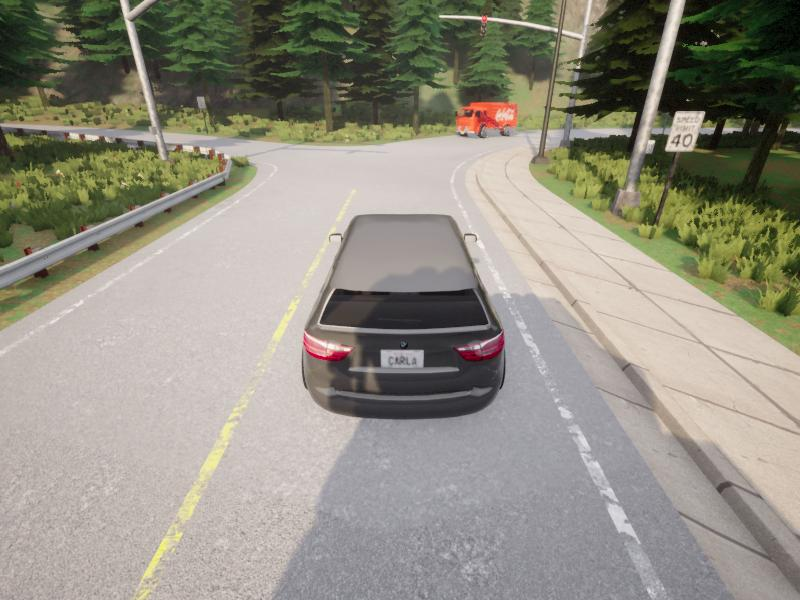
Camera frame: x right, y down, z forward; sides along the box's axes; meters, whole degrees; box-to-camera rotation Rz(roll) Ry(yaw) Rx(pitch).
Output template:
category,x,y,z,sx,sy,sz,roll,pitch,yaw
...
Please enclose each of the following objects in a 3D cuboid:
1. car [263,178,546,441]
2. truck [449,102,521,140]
category,x,y,z,sx,sy,sz,roll,pitch,yaw
car,0.042,-0.416,5.592,2.242,1.667,4.611,0,27,0
truck,6.712,-14.125,31.416,5.204,2.467,2.627,-20,33,-36
